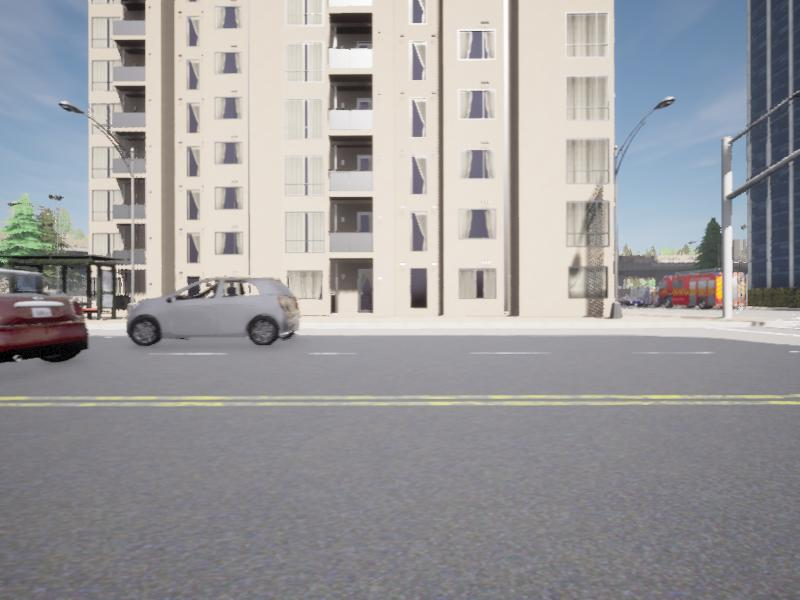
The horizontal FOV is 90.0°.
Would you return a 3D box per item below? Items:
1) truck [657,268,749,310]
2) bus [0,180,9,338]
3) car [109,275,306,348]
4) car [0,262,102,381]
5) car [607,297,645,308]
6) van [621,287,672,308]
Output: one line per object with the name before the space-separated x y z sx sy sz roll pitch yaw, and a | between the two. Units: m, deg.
truck | 29.932 -0.997 40.179 2.891 3.827 8.468 0 0 1
bus | -15.952 -1.090 9.086 10.273 4.253 3.944 0 0 0
car | -4.206 0.238 9.216 3.633 1.501 1.845 0 0 0
car | -6.889 0.274 5.701 3.806 1.475 1.970 0 0 0
car | 26.503 0.276 47.084 1.895 1.301 4.718 0 0 1
van | 30.023 -0.299 49.034 2.351 2.431 6.366 0 0 1
